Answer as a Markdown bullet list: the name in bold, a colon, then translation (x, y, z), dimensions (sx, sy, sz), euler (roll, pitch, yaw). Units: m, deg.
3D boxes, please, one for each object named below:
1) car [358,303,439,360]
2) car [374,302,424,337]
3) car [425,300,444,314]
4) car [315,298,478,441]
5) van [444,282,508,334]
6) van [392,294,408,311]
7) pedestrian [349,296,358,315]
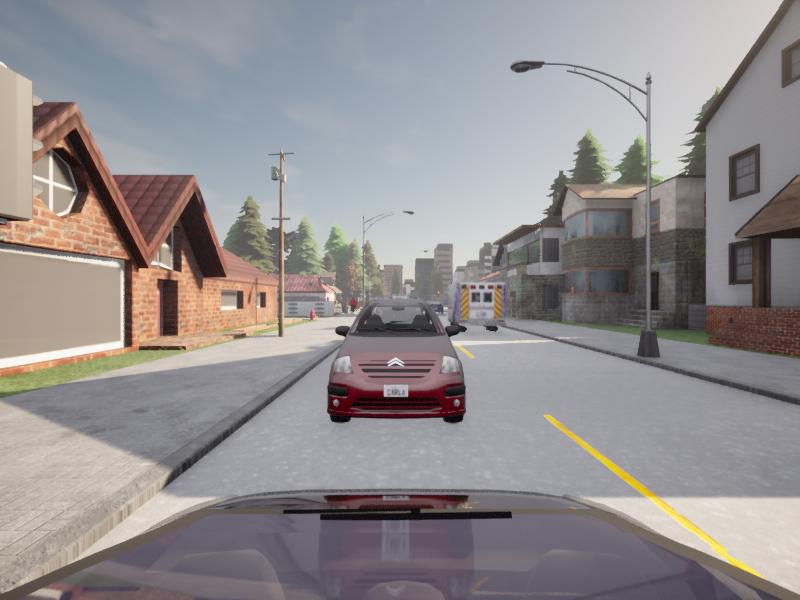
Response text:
- **car**: translation (-0.035, 0.851, 13.090), dimensions (2.163, 1.488, 4.792), euler (0, 0, 0)
- **car**: translation (-0.034, 0.851, 19.556), dimensions (2.163, 1.488, 4.792), euler (0, 0, 0)
- **car**: translation (3.974, 0.823, 46.970), dimensions (1.882, 1.535, 5.008), euler (0, 0, 0)
- **car**: translation (-0.037, 0.788, 6.527), dimensions (1.851, 1.617, 3.988), euler (0, 0, 0)
- **van**: translation (3.955, 0.378, 22.153), dimensions (2.351, 2.431, 6.366), euler (0, 0, 0)
- **van**: translation (-0.020, 0.377, 62.231), dimensions (2.351, 2.431, 6.366), euler (0, 0, 0)
- **pedestrian**: translation (-4.706, 0.535, 40.592), dimensions (0.751, 1.860, 0.751), euler (0, 0, 2)
